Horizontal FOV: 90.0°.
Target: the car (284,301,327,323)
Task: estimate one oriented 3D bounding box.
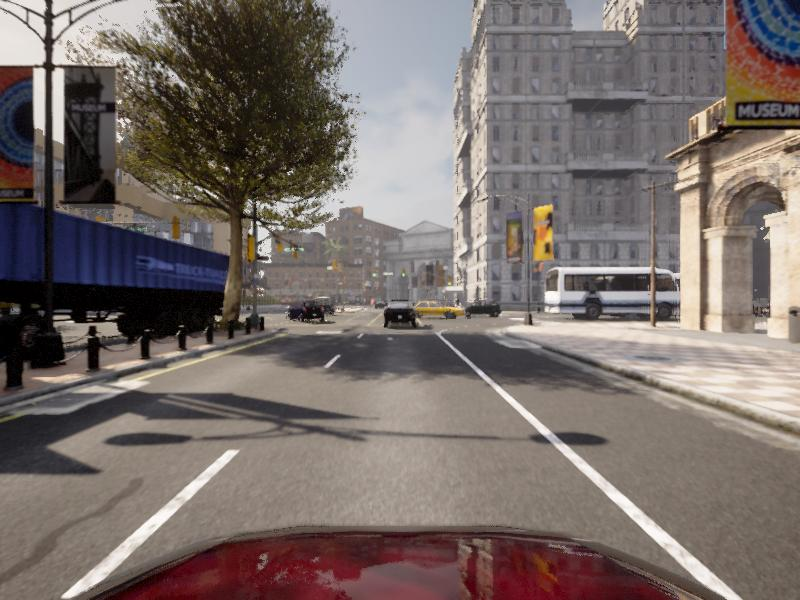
[{"bbox_3d":[-6.979,0.817,29.317,1.845,1.501,3.633,0,0,-35],"label":"car"}]

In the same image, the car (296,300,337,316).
[{"bbox_3d":[-8.344,0.800,40.183,3.705,1.549,1.789,0,0,0],"label":"car"}]

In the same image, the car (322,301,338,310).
[{"bbox_3d":[-11.494,0.846,65.661,1.812,1.442,4.674,0,0,0],"label":"car"}]

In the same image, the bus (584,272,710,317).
[{"bbox_3d":[24.557,-0.548,40.234,10.273,4.253,3.944,0,0,0],"label":"bus"}]

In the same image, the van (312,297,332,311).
[{"bbox_3d":[-11.488,0.550,59.191,2.069,2.038,4.480,0,0,0],"label":"van"}]

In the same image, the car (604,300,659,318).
[{"bbox_3d":[21.272,0.775,36.845,3.988,1.617,1.851,0,0,0],"label":"car"}]

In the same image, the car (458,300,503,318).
[{"bbox_3d":[7.353,0.802,36.768,3.705,1.549,1.789,0,0,0],"label":"car"}]

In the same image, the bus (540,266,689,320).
[{"bbox_3d":[17.577,-0.547,33.445,10.273,4.253,3.944,0,0,0],"label":"bus"}]

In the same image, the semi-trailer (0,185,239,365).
[{"bbox_3d":[-10.986,-0.623,16.456,2.717,4.402,14.254,0,0,1],"label":"semi-trailer"}]

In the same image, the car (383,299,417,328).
[{"bbox_3d":[0.001,0.762,25.034,1.930,1.638,5.238,0,0,0],"label":"car"}]

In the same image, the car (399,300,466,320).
[{"bbox_3d":[2.781,0.788,33.872,5.366,1.575,1.801,0,0,16],"label":"car"}]

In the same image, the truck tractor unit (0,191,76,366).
[{"bbox_3d":[-11.190,-0.523,8.547,3.053,4.208,6.516,0,0,3],"label":"truck tractor unit"}]
